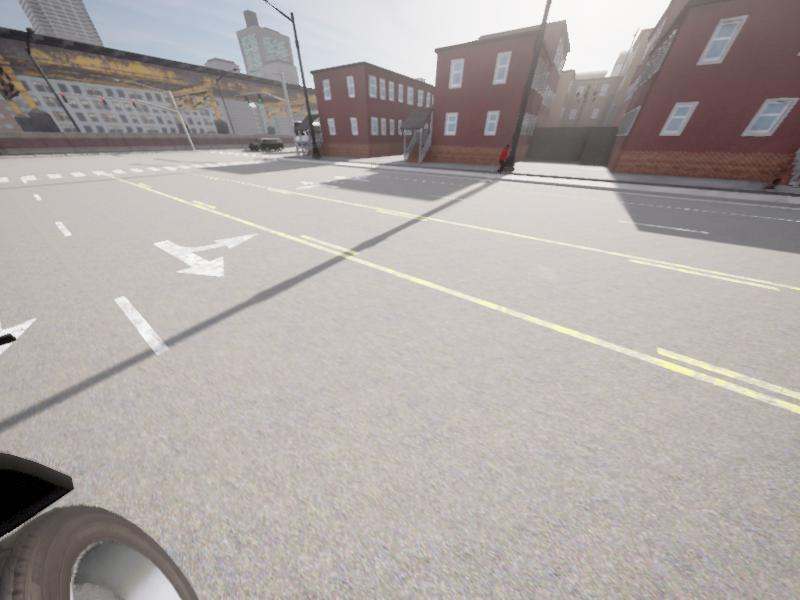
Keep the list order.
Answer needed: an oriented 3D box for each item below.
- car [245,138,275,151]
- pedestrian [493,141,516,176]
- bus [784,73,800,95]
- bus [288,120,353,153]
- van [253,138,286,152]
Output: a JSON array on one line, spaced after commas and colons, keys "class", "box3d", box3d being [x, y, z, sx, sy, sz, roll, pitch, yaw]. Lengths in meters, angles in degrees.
[{"class": "car", "box3d": [-25.713, -28.592, 42.508, 1.905, 1.878, 3.866, 22, 41, 27]}, {"class": "pedestrian", "box3d": [6.873, -9.323, 15.220, 0.751, 1.860, 0.751, 22, 41, 28]}, {"class": "bus", "box3d": [54.614, -28.136, 28.293, 3.944, 4.253, 10.273, 22, 47, 27]}, {"class": "bus", "box3d": [-13.648, -29.056, 41.212, 3.944, 4.253, 10.273, 22, 41, 27]}, {"class": "van", "box3d": [-22.931, -27.387, 40.742, 1.775, 1.987, 4.442, 22, 41, 27]}]
